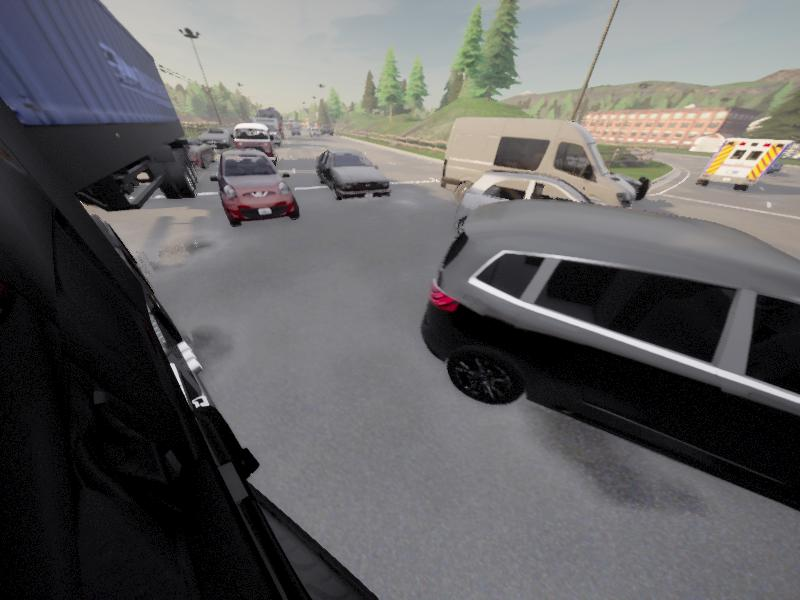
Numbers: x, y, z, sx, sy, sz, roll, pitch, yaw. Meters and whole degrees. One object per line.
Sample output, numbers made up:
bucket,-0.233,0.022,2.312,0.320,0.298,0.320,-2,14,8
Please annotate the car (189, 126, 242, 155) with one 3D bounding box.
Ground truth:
car,-14.889,-13.203,19.013,2.152,1.651,5.027,-12,39,-19

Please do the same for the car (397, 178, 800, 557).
car,2.550,0.237,2.118,4.611,1.667,2.242,19,40,21

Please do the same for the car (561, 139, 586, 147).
car,44.120,-39.951,58.792,1.837,1.490,4.892,-11,39,-18

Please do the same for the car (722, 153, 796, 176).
car,35.099,-13.489,22.857,2.033,1.411,5.357,22,41,23

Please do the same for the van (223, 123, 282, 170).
van,-8.586,-9.379,13.954,2.069,2.038,4.480,-11,39,-18

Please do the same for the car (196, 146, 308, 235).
car,-4.190,-3.354,6.602,1.845,1.501,3.633,-18,42,-26

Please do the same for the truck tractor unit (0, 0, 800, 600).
truck tractor unit,-2.645,-0.295,0.351,6.516,4.208,3.053,28,44,30

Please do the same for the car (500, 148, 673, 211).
car,7.497,-5.426,10.046,5.238,1.638,1.930,21,41,23

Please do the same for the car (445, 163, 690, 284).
car,3.185,-1.969,5.230,3.633,1.501,1.845,21,40,23

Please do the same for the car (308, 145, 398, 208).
car,-2.178,-5.295,9.445,2.033,1.411,5.357,-14,40,-22

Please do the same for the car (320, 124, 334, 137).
car,-16.722,-38.864,52.901,2.150,2.045,5.566,-12,39,-19

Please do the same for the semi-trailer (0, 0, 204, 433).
semi-trailer,-7.333,-4.282,5.219,2.717,4.402,14.254,-20,42,-27

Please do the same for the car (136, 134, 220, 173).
car,-11.667,-8.079,12.574,1.994,1.385,4.181,-12,39,-19

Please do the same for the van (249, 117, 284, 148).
van,-14.254,-18.191,25.060,2.351,2.431,6.366,-12,39,-19

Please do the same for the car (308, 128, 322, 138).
car,-16.641,-32.827,45.300,1.970,1.475,3.806,-12,39,-19

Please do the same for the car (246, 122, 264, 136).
car,-27.104,-32.083,43.284,1.932,1.855,4.605,-12,39,-19

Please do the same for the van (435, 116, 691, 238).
van,4.376,-4.371,7.677,5.915,2.561,1.988,28,43,29

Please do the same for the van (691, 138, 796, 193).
van,21.382,-8.684,14.660,6.366,2.431,2.351,-25,45,-32

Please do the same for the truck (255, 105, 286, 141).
truck,-19.716,-27.226,35.629,2.891,3.827,8.468,-12,39,-19

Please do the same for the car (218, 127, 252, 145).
car,-18.367,-18.485,25.977,2.163,1.488,4.792,-12,39,-19

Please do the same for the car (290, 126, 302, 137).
car,-20.314,-32.827,45.016,1.845,1.501,3.633,-12,39,-19

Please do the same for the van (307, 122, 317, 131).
van,-30.756,-60.592,80.754,2.351,2.431,6.366,-12,39,-19
